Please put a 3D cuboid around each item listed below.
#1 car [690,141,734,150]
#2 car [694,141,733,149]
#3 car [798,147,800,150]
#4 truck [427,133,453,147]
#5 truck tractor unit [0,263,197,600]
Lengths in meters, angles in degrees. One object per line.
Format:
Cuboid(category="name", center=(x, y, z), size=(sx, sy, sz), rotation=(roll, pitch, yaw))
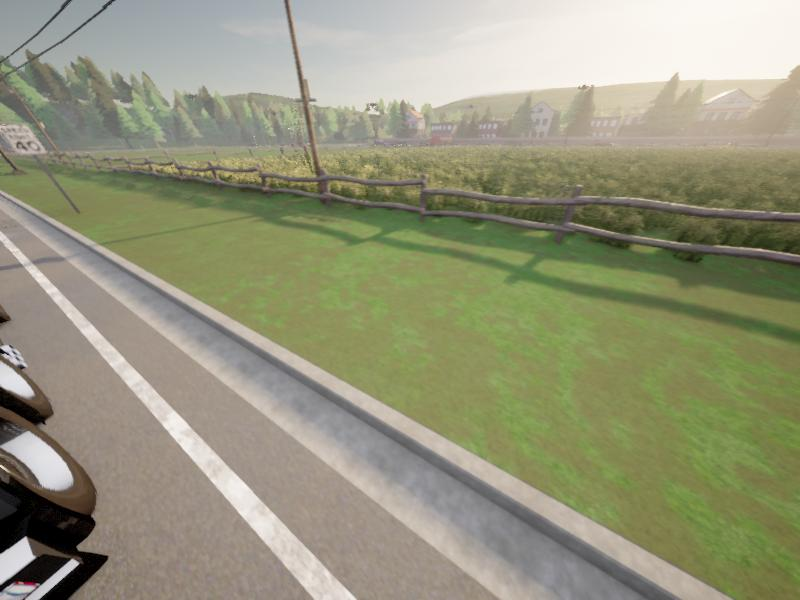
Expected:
Cuboid(category="car", center=(68.727, -34.143, 51.070), size=(5.366, 1.575, 1.801), rotation=(18, 39, 25))
Cuboid(category="car", center=(74.455, -36.885, 54.962), size=(5.008, 1.535, 1.882), rotation=(18, 39, 25))
Cuboid(category="car", center=(88.482, -32.226, 48.224), size=(4.902, 1.511, 2.128), rotation=(18, 39, 25))
Cuboid(category="truck", center=(14.384, -57.616, 83.279), size=(8.468, 3.827, 2.891), rotation=(18, 39, 25))
Cuboid(category="truck tractor unit", center=(-5.113, -0.299, 0.781), size=(6.516, 4.208, 3.053), rotation=(18, 39, 24))
